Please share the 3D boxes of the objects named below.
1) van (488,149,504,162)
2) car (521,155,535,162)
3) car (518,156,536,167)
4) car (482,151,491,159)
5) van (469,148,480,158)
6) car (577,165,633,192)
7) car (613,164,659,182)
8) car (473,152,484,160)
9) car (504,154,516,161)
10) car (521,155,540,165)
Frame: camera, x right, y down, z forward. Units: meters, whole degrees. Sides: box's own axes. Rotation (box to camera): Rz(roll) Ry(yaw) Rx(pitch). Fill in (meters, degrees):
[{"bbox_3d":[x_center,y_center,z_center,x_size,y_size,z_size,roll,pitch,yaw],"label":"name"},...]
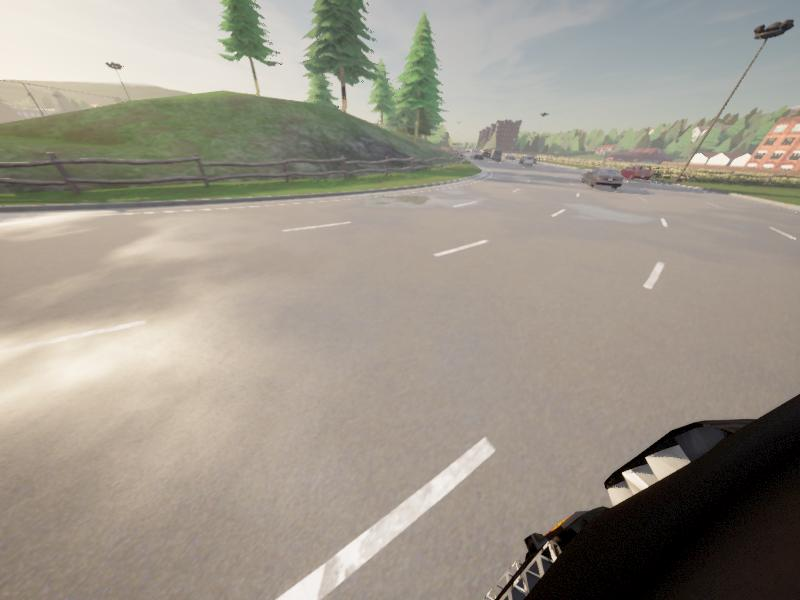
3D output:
[{"bbox_3d":[23.122,-35.054,55.846,1.988,2.561,5.915,8,34,8],"label":"van"},{"bbox_3d":[35.621,-39.531,64.471,1.837,1.490,4.892,8,34,8],"label":"car"},{"bbox_3d":[23.727,-26.077,43.398,1.845,1.501,3.633,8,34,8],"label":"car"},{"bbox_3d":[26.430,-44.310,70.598,1.905,1.878,3.866,8,34,8],"label":"car"},{"bbox_3d":[23.411,-46.189,72.671,2.351,2.431,6.366,8,34,8],"label":"van"},{"bbox_3d":[16.880,-10.307,19.386,2.033,1.411,5.357,15,36,18],"label":"car"},{"bbox_3d":[26.724,-14.530,26.336,1.845,1.501,3.633,10,34,9],"label":"car"},{"bbox_3d":[20.547,-37.688,60.442,1.930,1.638,5.238,8,34,8],"label":"car"},{"bbox_3d":[33.298,-43.188,69.824,2.128,1.511,4.902,8,34,8],"label":"car"},{"bbox_3d":[29.266,-31.695,52.107,2.242,1.667,4.611,8,34,8],"label":"car"}]
